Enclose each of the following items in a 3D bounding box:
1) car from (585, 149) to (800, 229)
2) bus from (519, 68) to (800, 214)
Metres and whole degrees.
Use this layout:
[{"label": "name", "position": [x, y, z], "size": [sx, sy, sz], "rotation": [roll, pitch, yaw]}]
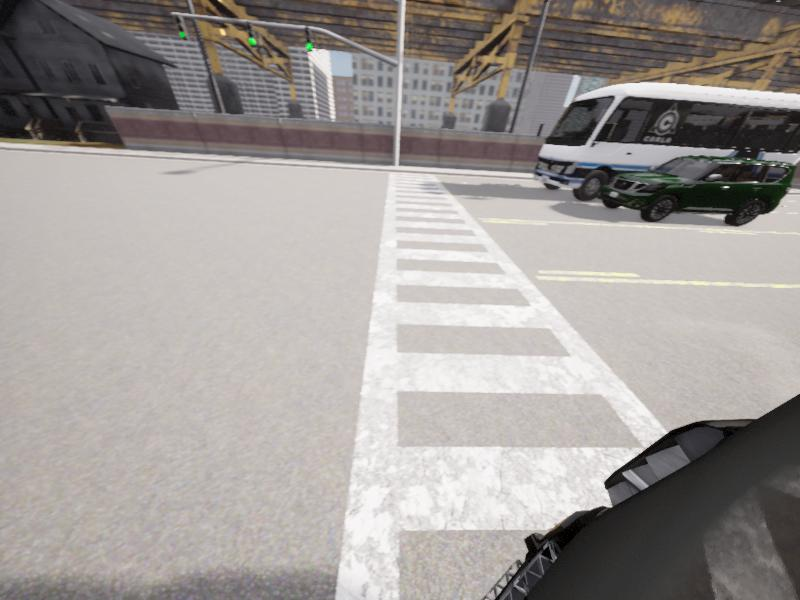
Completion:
[{"label": "car", "position": [10.840, -4.171, 8.627], "size": [5.566, 2.045, 2.150], "rotation": [2, 36, -3]}, {"label": "bus", "position": [12.167, -7.011, 10.787], "size": [10.273, 4.253, 3.944], "rotation": [1, 36, -3]}]
